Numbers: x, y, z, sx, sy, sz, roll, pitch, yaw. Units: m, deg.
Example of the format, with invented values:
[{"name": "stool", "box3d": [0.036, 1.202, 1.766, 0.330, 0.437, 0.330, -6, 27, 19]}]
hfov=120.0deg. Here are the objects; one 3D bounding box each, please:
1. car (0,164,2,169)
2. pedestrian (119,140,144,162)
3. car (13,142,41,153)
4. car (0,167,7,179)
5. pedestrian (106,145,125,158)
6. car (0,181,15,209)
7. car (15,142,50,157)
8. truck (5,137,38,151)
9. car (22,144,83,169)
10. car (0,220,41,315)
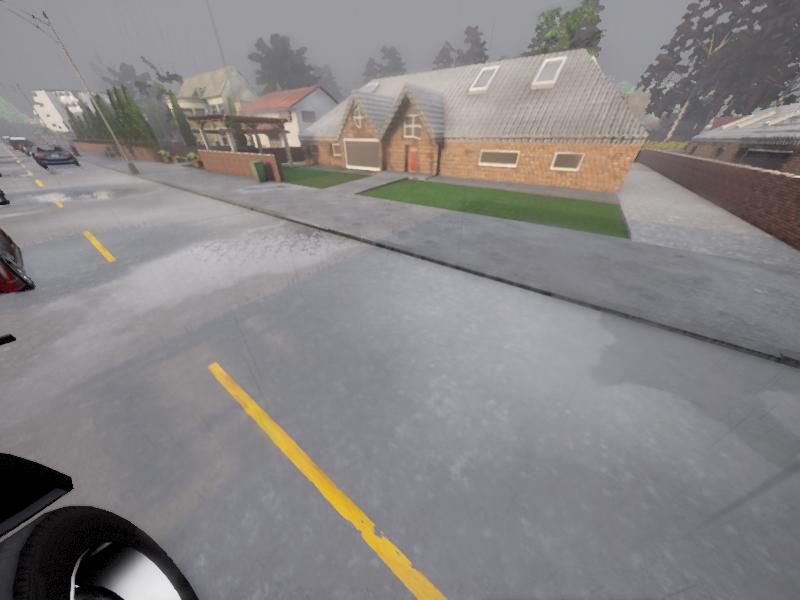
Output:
[{"name": "car", "box3d": [-35.526, -11.852, 19.273, 4.193, 1.474, 1.816, 22, 41, 28]}, {"name": "pedestrian", "box3d": [-27.239, -15.132, 23.426, 0.751, 1.860, 0.751, 19, 39, 25]}, {"name": "car", "box3d": [-61.151, -25.046, 37.867, 4.193, 1.474, 1.816, 22, 41, 28]}, {"name": "car", "box3d": [-27.661, -8.685, 14.774, 4.514, 1.525, 2.007, 22, 41, 28]}, {"name": "pedestrian", "box3d": [-33.877, -17.696, 27.517, 0.751, 1.300, 0.751, 21, 40, 26]}, {"name": "car", "box3d": [-17.311, -4.489, 8.874, 4.514, 1.525, 2.007, 22, 41, 28]}, {"name": "car", "box3d": [-50.283, -20.697, 31.638, 3.988, 1.617, 1.851, 22, 41, 28]}, {"name": "truck", "box3d": [-71.054, -29.319, 43.334, 6.274, 2.098, 2.390, 22, 41, 28]}, {"name": "car", "box3d": [-31.180, -12.977, 20.727, 4.611, 1.667, 2.242, 22, 41, 28]}, {"name": "car", "box3d": [-8.244, -0.749, 3.752, 4.181, 1.385, 1.994, 22, 41, 28]}]
